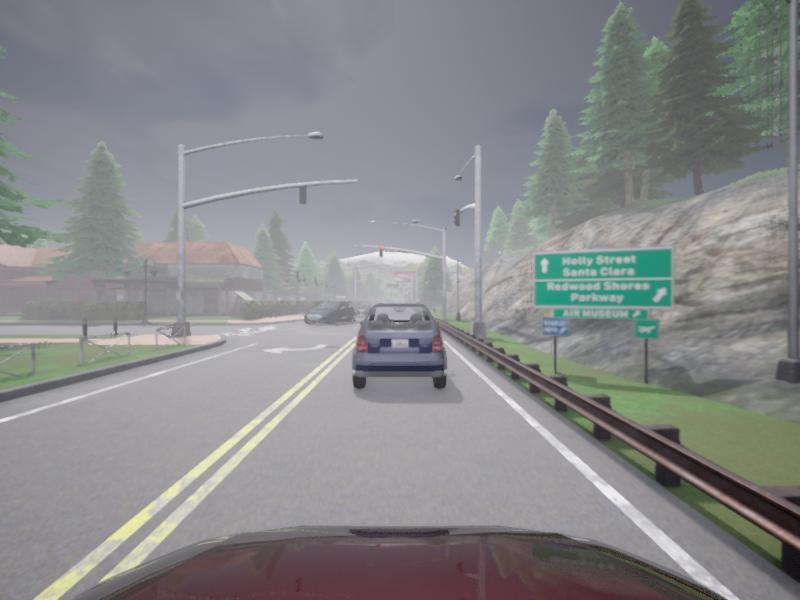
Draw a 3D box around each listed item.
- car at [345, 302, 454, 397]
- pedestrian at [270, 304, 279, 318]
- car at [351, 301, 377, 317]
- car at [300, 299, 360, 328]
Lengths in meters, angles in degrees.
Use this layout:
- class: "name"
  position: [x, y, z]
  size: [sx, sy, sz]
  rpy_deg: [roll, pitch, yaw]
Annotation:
- class: "car"
  position: [-0.014, 0.826, 8.470]
  size: [1.789, 1.549, 3.705]
  rpy_deg: [0, 0, 0]
- class: "pedestrian"
  position: [-10.514, 0.908, 33.585]
  size: [0.500, 1.100, 0.500]
  rpy_deg: [0, 0, 39]
- class: "car"
  position: [-3.566, 0.888, 40.372]
  size: [2.128, 1.511, 4.902]
  rpy_deg: [0, 0, 0]
- class: "car"
  position: [-4.720, 0.849, 27.873]
  size: [2.033, 1.649, 4.856]
  rpy_deg: [1, 2, 19]
